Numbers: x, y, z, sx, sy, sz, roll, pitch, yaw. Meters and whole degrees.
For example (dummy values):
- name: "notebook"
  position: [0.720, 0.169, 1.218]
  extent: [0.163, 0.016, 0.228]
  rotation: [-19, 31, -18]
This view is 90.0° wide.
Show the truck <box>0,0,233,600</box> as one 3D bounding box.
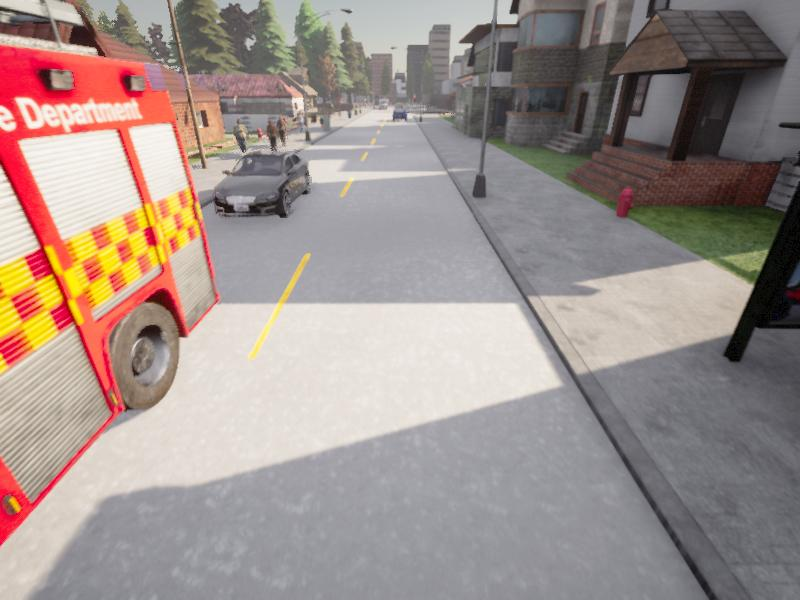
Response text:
- name: "truck"
  position: [-4.006, 0.496, 1.500]
  extent: [2.891, 3.827, 8.468]
  rotation: [0, 27, 0]

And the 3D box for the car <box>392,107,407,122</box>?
- name: "car"
  position: [-0.033, -24.489, 52.745]
  extent: [1.882, 1.535, 5.008]
  rotation: [0, 27, 0]

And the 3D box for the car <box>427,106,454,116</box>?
- name: "car"
  position: [7.112, -33.704, 71.279]
  extent: [4.514, 1.525, 2.007]
  rotation: [0, 27, 0]

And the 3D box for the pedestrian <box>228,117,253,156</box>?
- name: "pedestrian"
  position: [-8.451, -8.677, 21.277]
  extent: [0.751, 1.860, 0.751]
  rotation: [-3, 27, -6]

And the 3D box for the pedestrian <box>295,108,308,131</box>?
- name: "pedestrian"
  position: [-9.004, -16.575, 36.690]
  extent: [0.751, 1.860, 0.751]
  rotation: [1, 27, 2]

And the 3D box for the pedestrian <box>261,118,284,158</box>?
- name: "pedestrian"
  position: [-6.553, -8.338, 20.612]
  extent: [0.751, 1.860, 0.751]
  rotation: [-2, 27, -3]

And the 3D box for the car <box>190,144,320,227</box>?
- name: "car"
  position: [-4.005, -3.673, 12.169]
  extent: [2.128, 1.511, 4.902]
  rotation: [0, 27, 0]

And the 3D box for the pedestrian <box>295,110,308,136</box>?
- name: "pedestrian"
  position: [-7.908, -14.185, 32.024]
  extent: [0.751, 1.860, 0.751]
  rotation: [-3, 27, -7]

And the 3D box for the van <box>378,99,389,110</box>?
- name: "van"
  position: [-4.065, -48.778, 99.641]
  extent: [2.351, 2.431, 6.366]
  rotation: [0, 27, 0]

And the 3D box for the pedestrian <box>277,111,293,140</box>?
- name: "pedestrian"
  position: [-8.245, -12.542, 28.818]
  extent: [0.751, 1.860, 0.751]
  rotation: [-1, 27, -2]

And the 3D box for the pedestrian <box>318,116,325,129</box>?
- name: "pedestrian"
  position: [-7.597, -17.239, 38.814]
  extent: [0.500, 1.100, 0.500]
  rotation: [0, 27, 0]

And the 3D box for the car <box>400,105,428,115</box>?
- name: "car"
  position: [2.596, -35.386, 74.483]
  extent: [4.611, 1.667, 2.242]
  rotation: [-9, 28, -17]

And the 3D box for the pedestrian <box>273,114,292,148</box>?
- name: "pedestrian"
  position: [-7.244, -10.394, 24.625]
  extent: [0.751, 1.860, 0.751]
  rotation: [-2, 27, -3]
